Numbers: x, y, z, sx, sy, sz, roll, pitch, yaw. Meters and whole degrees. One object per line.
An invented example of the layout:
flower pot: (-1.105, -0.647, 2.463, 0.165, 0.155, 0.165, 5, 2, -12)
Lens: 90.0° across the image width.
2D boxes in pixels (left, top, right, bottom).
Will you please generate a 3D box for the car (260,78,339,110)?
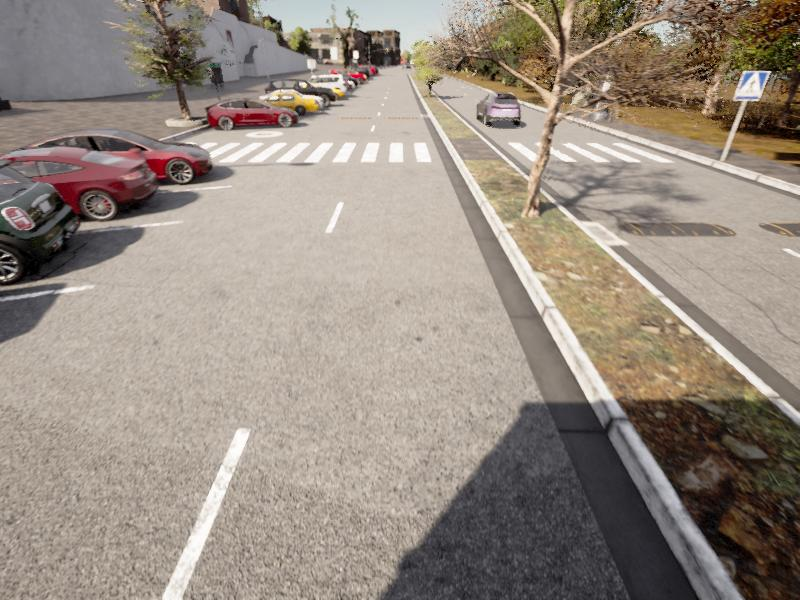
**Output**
car: (-8.015, -16.528, 31.996, 5.566, 2.045, 2.435, -11, 32, -17)

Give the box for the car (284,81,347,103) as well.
car: (-7.862, -19.419, 37.320, 5.366, 1.575, 1.946, -11, 32, -17)

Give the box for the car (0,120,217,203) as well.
car: (-8.030, -4.088, 11.445, 4.792, 1.488, 2.163, -11, 32, -17)

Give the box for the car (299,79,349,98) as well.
car: (-8.055, -22.442, 42.418, 4.792, 1.488, 2.163, -11, 33, -17)

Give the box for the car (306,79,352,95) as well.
car: (-8.029, -23.994, 45.015, 4.674, 1.452, 2.002, -11, 32, -17)

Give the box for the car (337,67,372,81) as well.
car: (-8.032, -39.831, 70.484, 5.566, 2.045, 2.435, -11, 33, -17)

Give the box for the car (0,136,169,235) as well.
car: (-8.053, -2.547, 8.849, 4.674, 1.452, 2.002, -11, 32, -17)

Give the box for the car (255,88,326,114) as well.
car: (-8.045, -14.740, 29.546, 4.674, 1.452, 2.002, -11, 32, -17)

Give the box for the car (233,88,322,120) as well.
car: (-8.214, -13.211, 26.880, 5.366, 1.575, 1.946, -11, 32, -17)

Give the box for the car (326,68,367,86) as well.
car: (-7.993, -33.618, 60.253, 5.566, 2.045, 2.435, -11, 33, -17)

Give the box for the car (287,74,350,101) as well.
car: (-8.060, -21.135, 39.705, 5.566, 2.045, 2.435, -11, 33, -17)

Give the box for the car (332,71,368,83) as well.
car: (-8.182, -36.480, 65.440, 5.366, 1.575, 1.946, -11, 33, -17)

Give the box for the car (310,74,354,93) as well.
car: (-8.057, -25.688, 47.483, 4.553, 1.767, 2.185, -11, 33, -17)

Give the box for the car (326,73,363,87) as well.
car: (-7.990, -31.816, 57.834, 4.792, 1.488, 2.163, -11, 33, -17)

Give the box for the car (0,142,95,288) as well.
car: (-8.032, -1.182, 6.203, 4.553, 1.767, 2.185, -11, 32, -17)

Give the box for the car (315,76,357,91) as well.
car: (-8.025, -27.111, 50.142, 4.674, 1.452, 2.002, -11, 33, -17)

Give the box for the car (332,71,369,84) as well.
car: (-7.837, -34.996, 62.987, 5.366, 1.575, 1.946, -11, 33, -17)

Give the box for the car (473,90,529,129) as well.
car: (5.797, -11.351, 23.623, 2.033, 1.649, 4.856, 0, 30, 0)

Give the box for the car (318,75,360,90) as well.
car: (-8.013, -28.706, 52.683, 5.008, 1.535, 2.097, -11, 33, -17)

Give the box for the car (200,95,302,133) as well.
car: (-8.021, -10.178, 21.791, 4.792, 1.488, 2.163, -11, 32, -17)
